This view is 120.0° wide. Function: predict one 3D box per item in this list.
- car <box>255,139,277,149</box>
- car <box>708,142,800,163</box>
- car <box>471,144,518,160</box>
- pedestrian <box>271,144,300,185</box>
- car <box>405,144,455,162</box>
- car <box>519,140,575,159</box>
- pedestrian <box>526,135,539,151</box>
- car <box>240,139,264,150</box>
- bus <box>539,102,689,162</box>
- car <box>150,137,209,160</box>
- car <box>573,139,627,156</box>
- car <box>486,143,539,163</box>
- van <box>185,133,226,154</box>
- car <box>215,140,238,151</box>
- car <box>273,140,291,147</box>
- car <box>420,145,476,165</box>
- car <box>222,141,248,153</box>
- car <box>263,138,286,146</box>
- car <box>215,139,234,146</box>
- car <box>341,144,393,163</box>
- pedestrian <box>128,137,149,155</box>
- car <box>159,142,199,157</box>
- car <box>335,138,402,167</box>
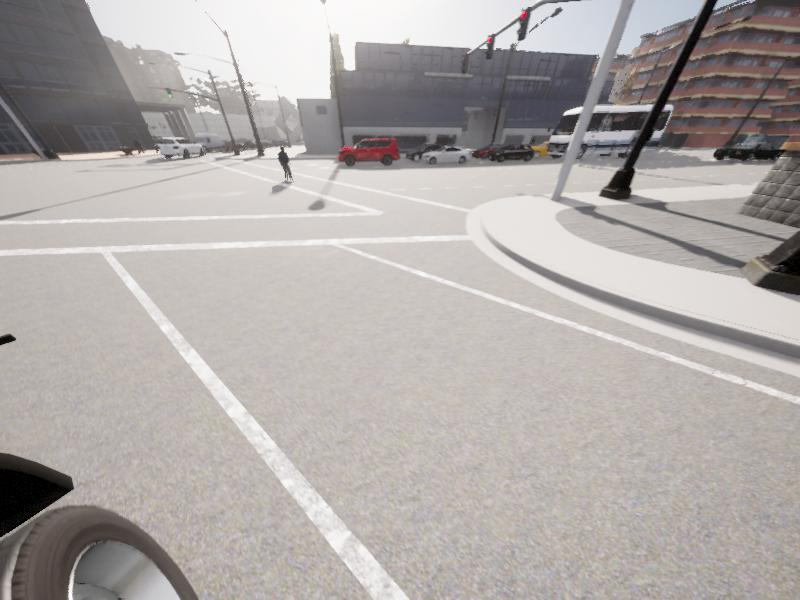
[{"bbox_3d":[-29.391,-34.417,50.873,1.930,1.638,5.238,-2,35,-3],"label":"car"},{"bbox_3d":[28.985,-12.195,19.043,4.718,1.301,1.895,-6,36,-7],"label":"car"},{"bbox_3d":[10.327,-16.369,25.521,4.181,1.385,1.994,-5,36,-6],"label":"car"},{"bbox_3d":[-6.184,-7.341,12.531,0.751,1.860,0.751,28,44,33],"label":"pedestrian"},{"bbox_3d":[3.082,-15.699,24.629,4.892,1.490,1.837,-6,36,-7],"label":"car"},{"bbox_3d":[16.602,-17.113,26.213,5.008,1.535,1.882,-6,36,-6],"label":"car"},{"bbox_3d":[18.386,-21.732,32.028,0.751,1.860,0.751,-12,37,-16],"label":"pedestrian"},{"bbox_3d":[-28.805,-30.369,45.160,1.930,1.638,5.238,-5,36,-7],"label":"car"},{"bbox_3d":[20.471,-16.517,22.887,10.273,4.253,3.944,-6,36,-6],"label":"bus"},{"bbox_3d":[-25.714,-17.961,27.313,2.150,2.045,5.566,-4,36,-6],"label":"car"},{"bbox_3d":[23.284,-17.821,27.009,4.674,1.442,1.812,-6,36,-6],"label":"car"},{"bbox_3d":[10.942,-14.428,22.689,4.193,1.474,1.816,-6,36,-7],"label":"car"},{"bbox_3d":[-30.951,-25.231,37.115,1.988,2.561,5.915,-5,36,-7],"label":"van"},{"bbox_3d":[-32.008,-28.643,42.798,1.845,1.501,3.633,-5,36,-8],"label":"car"},{"bbox_3d":[-28.949,-38.472,56.745,1.816,1.474,4.193,5,36,7],"label":"car"},{"bbox_3d":[4.453,-13.761,21.921,4.674,1.442,1.812,-6,36,-7],"label":"car"},{"bbox_3d":[-27.697,-25.800,38.860,1.816,1.474,4.193,-5,36,-7],"label":"car"},{"bbox_3d":[-33.530,-42.142,61.729,4.611,1.667,2.242,-2,36,-3],"label":"car"},{"bbox_3d":[-49.745,-44.735,65.507,5.357,1.411,2.033,23,41,28],"label":"car"},{"bbox_3d":[-3.326,-15.129,23.813,5.008,1.535,1.882,-5,35,-7],"label":"car"},{"bbox_3d":[-33.630,-19.815,29.737,0.751,1.860,0.751,-5,36,-7],"label":"pedestrian"},{"bbox_3d":[-29.857,-20.516,31.386,1.816,1.474,4.193,-5,36,-7],"label":"car"},{"bbox_3d":[-2.763,-13.337,20.839,5.566,2.045,2.150,-5,36,-7],"label":"car"}]
